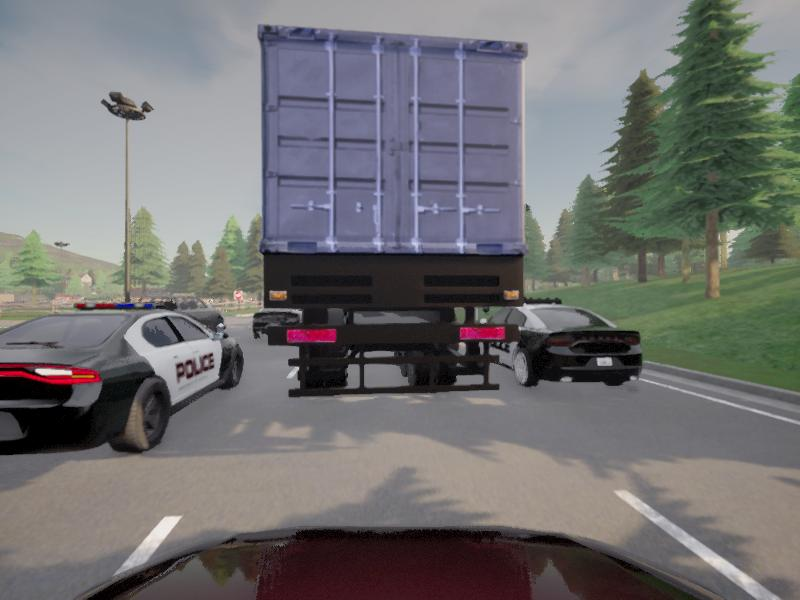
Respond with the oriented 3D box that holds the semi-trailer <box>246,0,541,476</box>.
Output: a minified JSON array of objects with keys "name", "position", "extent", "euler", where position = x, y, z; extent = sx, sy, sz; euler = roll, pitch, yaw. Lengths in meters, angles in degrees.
[{"name":"semi-trailer","position":[-0.798,-0.638,10.773],"extent":[2.717,4.402,14.254],"euler":[0,0,-6]}]

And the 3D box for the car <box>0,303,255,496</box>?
[{"name":"car","position":[-3.729,0.817,5.664],"extent":[2.038,1.542,4.974],"euler":[0,0,-7]}]

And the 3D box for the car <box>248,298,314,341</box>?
[{"name":"car","position":[-5.118,0.750,17.920],"extent":[1.930,1.638,5.238],"euler":[0,0,-6]}]

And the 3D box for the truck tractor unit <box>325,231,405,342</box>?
[{"name":"truck tractor unit","position":[-1.679,-0.540,18.637],"extent":[3.053,4.208,6.516],"euler":[0,0,-6]}]

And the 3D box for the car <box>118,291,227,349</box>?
[{"name":"car","position":[-8.334,0.635,15.206],"extent":[1.932,1.855,4.605],"euler":[0,0,-6]}]

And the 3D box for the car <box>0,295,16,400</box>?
[{"name":"car","position":[-7.069,0.776,4.062],"extent":[2.033,1.649,4.856],"euler":[0,1,-7]}]

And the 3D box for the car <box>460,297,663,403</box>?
[{"name":"car","position":[2.950,0.760,8.897],"extent":[1.930,1.638,5.238],"euler":[0,0,-6]}]

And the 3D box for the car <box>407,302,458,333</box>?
[{"name":"car","position":[1.561,0.844,21.160],"extent":[1.812,1.442,4.674],"euler":[0,0,-7]}]
